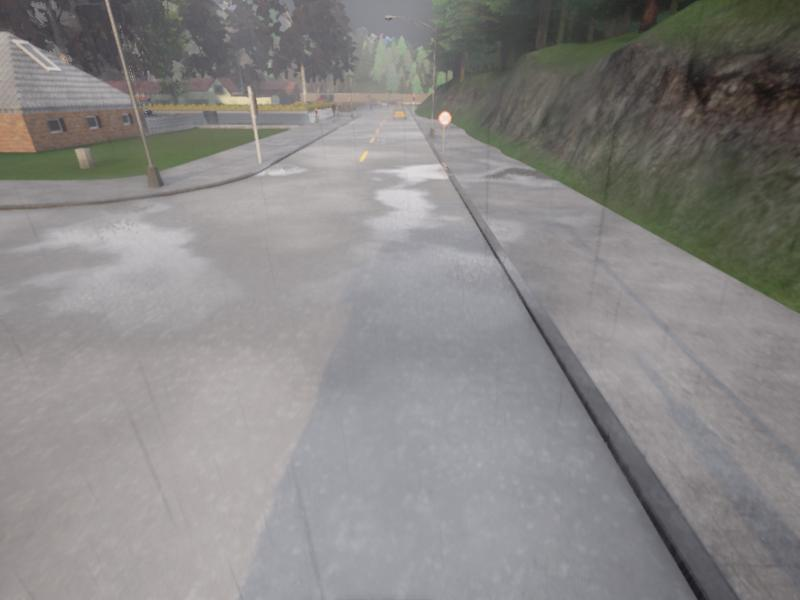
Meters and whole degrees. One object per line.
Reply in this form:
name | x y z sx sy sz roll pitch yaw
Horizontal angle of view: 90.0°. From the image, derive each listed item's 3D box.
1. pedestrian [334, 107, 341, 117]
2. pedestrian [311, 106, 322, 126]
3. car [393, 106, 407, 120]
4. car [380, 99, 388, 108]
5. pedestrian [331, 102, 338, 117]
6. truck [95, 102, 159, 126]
pedestrian | -8.774 -26.446 56.311 0.751 1.300 0.751 0 27 -1
pedestrian | -8.431 -18.652 40.547 0.751 1.860 0.751 1 27 2
car | -0.038 -25.574 54.681 1.801 1.575 5.366 0 27 0
car | -4.061 -50.697 103.230 1.932 1.855 4.605 0 27 0
pedestrian | -9.421 -27.358 57.467 0.751 1.860 0.751 -1 27 -2
truck | -27.005 -18.477 39.710 4.478 2.038 2.069 0 27 0
